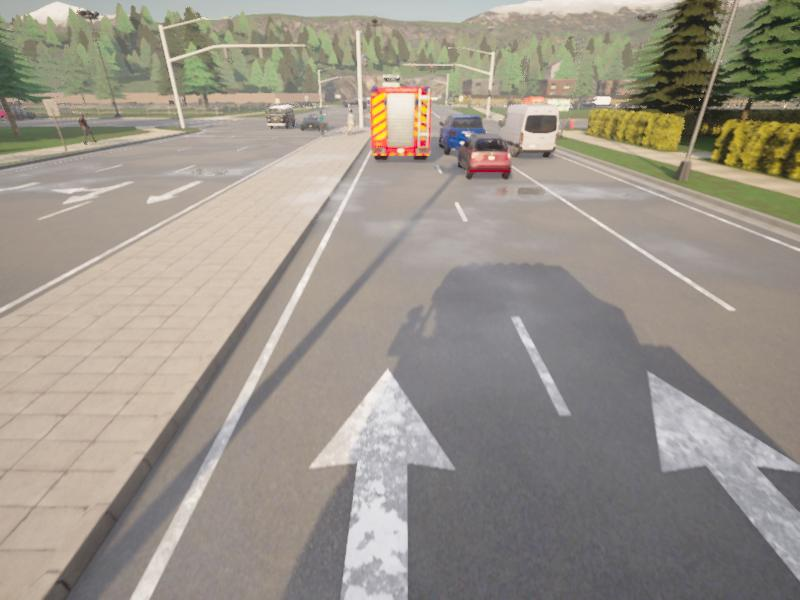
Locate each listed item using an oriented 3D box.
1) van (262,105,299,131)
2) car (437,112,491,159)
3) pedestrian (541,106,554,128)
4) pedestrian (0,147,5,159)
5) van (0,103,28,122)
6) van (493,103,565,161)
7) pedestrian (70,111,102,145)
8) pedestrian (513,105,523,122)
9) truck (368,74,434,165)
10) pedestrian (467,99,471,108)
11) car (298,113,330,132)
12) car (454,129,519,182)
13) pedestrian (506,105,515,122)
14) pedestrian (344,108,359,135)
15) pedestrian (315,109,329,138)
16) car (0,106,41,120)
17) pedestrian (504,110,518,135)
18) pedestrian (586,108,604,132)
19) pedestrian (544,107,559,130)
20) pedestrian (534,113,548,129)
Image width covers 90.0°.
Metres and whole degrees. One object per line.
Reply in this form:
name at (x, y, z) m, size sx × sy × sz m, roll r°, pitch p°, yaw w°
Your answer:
van at (-11.361, -17.555, 38.438) m, size 2.069 × 2.038 × 4.480 m, roll 0°, pitch 27°, yaw 1°
car at (3.526, -9.692, 23.217) m, size 2.150 × 2.045 × 5.566 m, roll 0°, pitch 27°, yaw 0°
pedestrian at (13.894, -17.264, 37.786) m, size 0.751 × 1.860 × 0.751 m, roll 5°, pitch 28°, yaw 10°
pedestrian at (-19.550, -7.288, 19.069) m, size 0.500 × 1.100 × 0.500 m, roll -2°, pitch 27°, yaw -5°
van at (-47.829, -22.412, 47.769) m, size 4.442 × 1.987 × 1.775 m, roll 0°, pitch 27°, yaw 0°
van at (7.034, -9.664, 22.638) m, size 1.988 × 2.561 × 5.915 m, roll 0°, pitch 27°, yaw 0°
pedestrian at (-19.343, -10.596, 24.667) m, size 0.751 × 1.860 × 0.751 m, roll 4°, pitch 27°, yaw 7°
pedestrian at (14.449, -22.887, 49.051) m, size 0.751 × 1.860 × 0.751 m, roll 2°, pitch 27°, yaw 3°
truck at (0.033, -10.133, 22.117) m, size 2.891 × 3.827 × 8.468 m, roll 0°, pitch 27°, yaw 0°
pedestrian at (17.468, -49.614, 100.977) m, size 0.751 × 1.860 × 0.751 m, roll 0°, pitch 27°, yaw 0°
car at (-7.886, -16.456, 37.046) m, size 1.994 × 1.385 × 4.181 m, roll 0°, pitch 27°, yaw 1°
car at (3.499, -6.233, 16.975) m, size 1.851 × 1.617 × 3.988 m, roll 0°, pitch 27°, yaw 0°
pedestrian at (13.658, -23.061, 49.380) m, size 0.751 × 1.860 × 0.751 m, roll 1°, pitch 27°, yaw 3°
pedestrian at (-3.766, -13.863, 31.105) m, size 0.751 × 1.860 × 0.751 m, roll 14°, pitch 30°, yaw 25°
pedestrian at (-5.660, -12.810, 29.051) m, size 0.751 × 1.860 × 0.751 m, roll 0°, pitch 27°, yaw -1°
car at (-49.380, -23.846, 50.982) m, size 4.974 × 1.542 × 2.038 m, roll 0°, pitch 27°, yaw 0°
pedestrian at (9.295, -14.908, 33.524) m, size 0.751 × 1.860 × 0.751 m, roll -2°, pitch 27°, yaw -4°
pedestrian at (16.699, -15.449, 34.272) m, size 0.751 × 1.860 × 0.751 m, roll -1°, pitch 27°, yaw -1°
pedestrian at (13.715, -16.471, 36.246) m, size 0.751 × 1.860 × 0.751 m, roll -1°, pitch 27°, yaw -2°
pedestrian at (13.242, -16.801, 37.496) m, size 0.751 × 1.300 × 0.751 m, roll -7°, pitch 28°, yaw -13°
